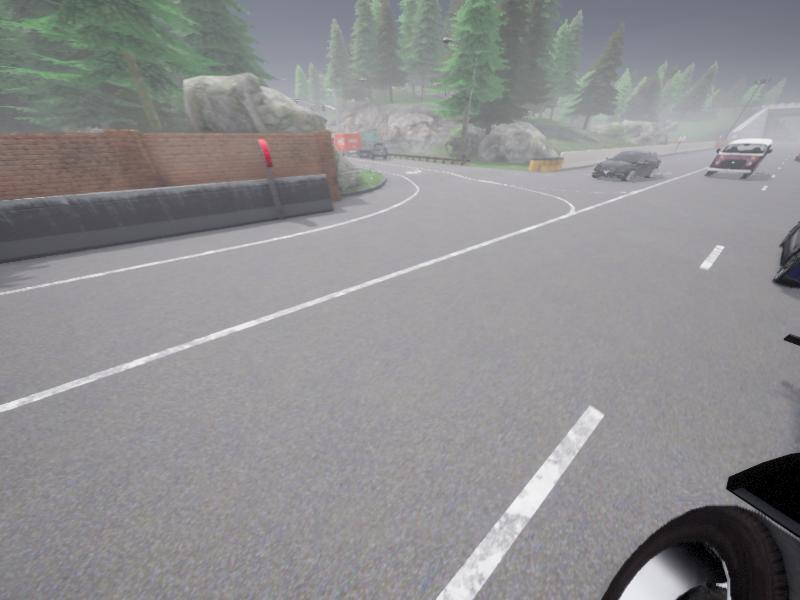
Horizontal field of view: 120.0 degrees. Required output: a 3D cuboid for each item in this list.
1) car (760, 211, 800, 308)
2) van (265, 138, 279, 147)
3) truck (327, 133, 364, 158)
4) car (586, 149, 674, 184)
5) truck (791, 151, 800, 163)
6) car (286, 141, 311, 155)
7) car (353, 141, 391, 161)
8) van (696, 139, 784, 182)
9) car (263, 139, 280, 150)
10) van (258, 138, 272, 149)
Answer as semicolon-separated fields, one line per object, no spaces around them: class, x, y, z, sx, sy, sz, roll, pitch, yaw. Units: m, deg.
car;8.733;-1.081;3.944;4.856;1.649;2.033;-22;41;-28
van;-36.143;-44.460;65.124;2.069;2.038;4.480;-22;41;-27
truck;-7.180;-20.449;30.462;2.627;2.467;5.204;-22;40;-27
car;14.275;-8.399;14.379;4.892;1.490;1.837;-17;39;-22
truck;40.603;-14.463;21.885;5.204;2.467;2.627;-22;41;-28
car;-15.963;-23.844;36.158;2.038;1.542;4.974;-22;41;-28
car;-3.213;-16.788;25.970;2.033;1.649;4.856;-22;40;-27
van;21.417;-8.906;14.559;4.480;2.038;2.069;-22;41;-28
car;-28.202;-34.204;50.658;1.932;1.855;4.605;-22;41;-27
van;-32.562;-37.889;55.822;1.775;1.987;4.442;-22;41;-27
